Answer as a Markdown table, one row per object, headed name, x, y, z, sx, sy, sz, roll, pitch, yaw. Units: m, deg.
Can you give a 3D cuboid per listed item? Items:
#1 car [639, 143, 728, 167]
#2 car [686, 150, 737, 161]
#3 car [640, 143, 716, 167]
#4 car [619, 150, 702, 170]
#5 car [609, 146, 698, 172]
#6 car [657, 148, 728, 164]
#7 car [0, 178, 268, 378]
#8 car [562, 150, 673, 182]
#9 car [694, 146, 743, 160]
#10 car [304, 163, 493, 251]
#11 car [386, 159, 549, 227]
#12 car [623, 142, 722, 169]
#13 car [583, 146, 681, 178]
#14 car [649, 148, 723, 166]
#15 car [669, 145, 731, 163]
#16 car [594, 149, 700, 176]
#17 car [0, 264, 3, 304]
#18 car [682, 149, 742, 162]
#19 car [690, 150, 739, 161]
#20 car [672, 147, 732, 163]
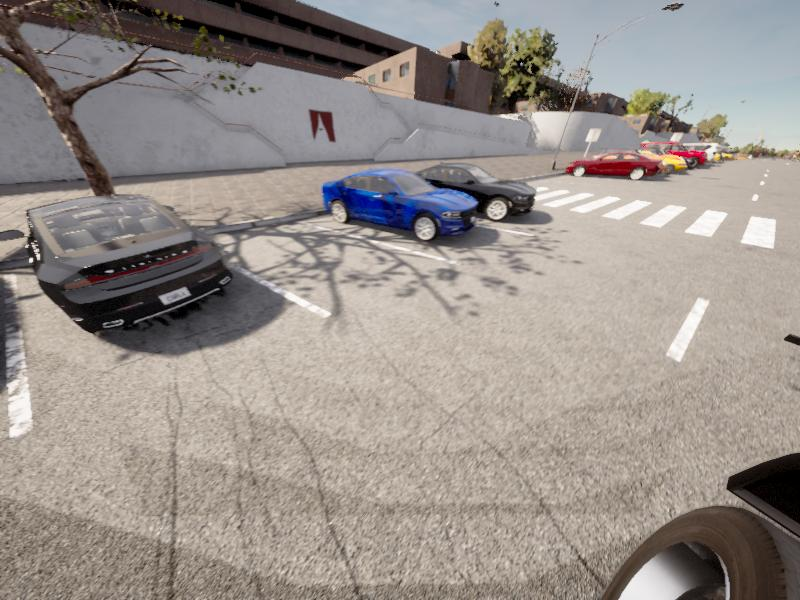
| name | x | y | z | sx | sy | sz | roll | pitch | yaw |
| --- | --- | --- | --- | --- | --- | --- | --- | --- | --- |
| car | 30.958 | -16.183 | 25.653 | 5.566 | 2.045 | 2.435 | 21 | 39 | 27 |
| car | 52.598 | -24.526 | 39.122 | 4.674 | 1.452 | 2.002 | 21 | 38 | 27 |
| car | 28.678 | -15.155 | 24.134 | 4.442 | 1.987 | 1.878 | 21 | 39 | 27 |
| car | 23.776 | -13.028 | 21.402 | 4.674 | 1.452 | 2.002 | 21 | 39 | 27 |
| car | 21.352 | -12.194 | 19.862 | 4.553 | 1.767 | 2.185 | 20 | 39 | 28 |
| car | 38.028 | -18.894 | 30.297 | 5.366 | 1.575 | 1.946 | 21 | 39 | 27 |
| car | -5.004 | -1.035 | 4.113 | 4.892 | 1.521 | 2.231 | 21 | 41 | 29 |
| car | 14.179 | -9.111 | 15.549 | 5.008 | 1.535 | 2.097 | 20 | 40 | 28 |
| car | 57.505 | -26.618 | 41.881 | 4.442 | 1.987 | 1.878 | 21 | 38 | 27 |
| car | -0.218 | -3.062 | 6.933 | 5.008 | 1.535 | 2.097 | 20 | 40 | 28 |
| car | 2.174 | -4.078 | 8.355 | 5.008 | 1.535 | 2.097 | 20 | 40 | 28 |
| car | 26.207 | -14.235 | 22.694 | 5.566 | 2.045 | 2.435 | 21 | 39 | 27 |
| car | 16.550 | -10.223 | 16.951 | 4.553 | 1.767 | 2.185 | 20 | 39 | 28 |
| car | 33.380 | -16.928 | 27.263 | 5.008 | 1.535 | 2.097 | 21 | 38 | 27 |
| car | 40.689 | -19.943 | 31.522 | 4.442 | 1.987 | 1.878 | 21 | 38 | 27 |
| car | 19.135 | -11.045 | 18.376 | 5.366 | 1.575 | 1.946 | 20 | 39 | 28 |
| car | -7.423 | -0.038 | 2.732 | 4.892 | 1.521 | 2.231 | 21 | 41 | 29 |
| car | 50.352 | -23.550 | 37.533 | 5.366 | 1.575 | 1.946 | 21 | 38 | 27 |
| car | 55.000 | -25.475 | 40.595 | 4.674 | 1.452 | 2.002 | 21 | 39 | 27 |
| car | 42.966 | -20.859 | 33.124 | 4.553 | 1.767 | 2.185 | 21 | 38 | 27 |
